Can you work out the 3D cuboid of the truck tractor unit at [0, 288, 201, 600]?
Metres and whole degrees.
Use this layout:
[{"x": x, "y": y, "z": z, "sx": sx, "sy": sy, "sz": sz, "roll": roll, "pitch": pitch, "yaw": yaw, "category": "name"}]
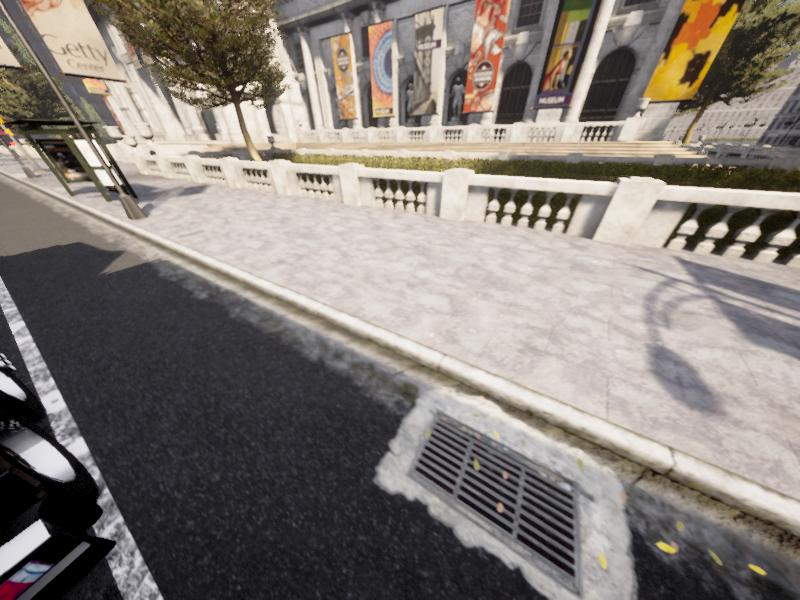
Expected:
[{"x": -5.150, "y": -0.260, "z": 0.718, "sx": 6.516, "sy": 4.208, "sz": 3.053, "roll": 17, "pitch": 38, "yaw": 22, "category": "truck tractor unit"}]
